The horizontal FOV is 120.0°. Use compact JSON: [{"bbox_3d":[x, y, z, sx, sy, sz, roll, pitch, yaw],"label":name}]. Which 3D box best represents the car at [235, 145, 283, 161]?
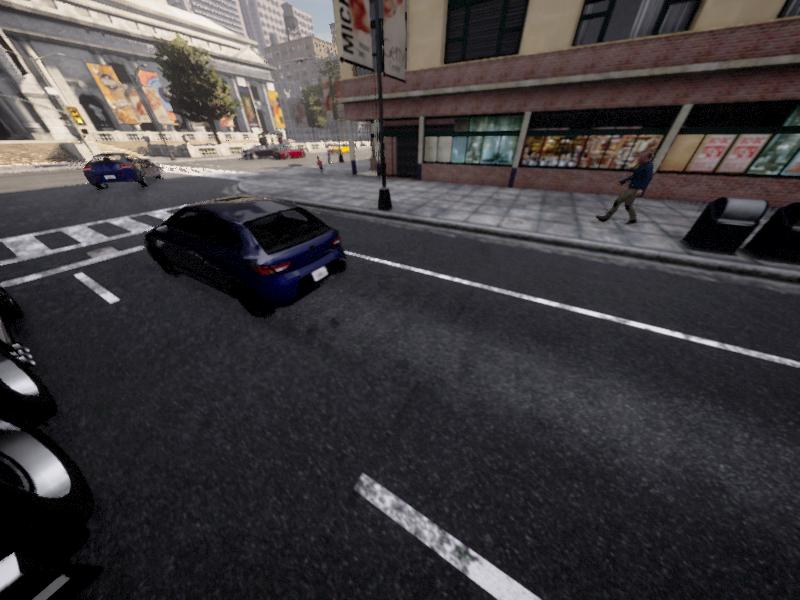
[{"bbox_3d":[-18.338,-19.435,30.359,2.128,1.511,4.902,18,39,24],"label":"car"}]

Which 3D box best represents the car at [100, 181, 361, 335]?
[{"bbox_3d":[-3.047,-1.145,4.328,4.193,1.474,1.816,18,39,24],"label":"car"}]

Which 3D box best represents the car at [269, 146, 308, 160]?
[{"bbox_3d":[-14.455,-19.275,30.212,1.994,1.385,4.181,17,39,23],"label":"car"}]

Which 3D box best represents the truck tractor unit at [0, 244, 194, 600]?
[{"bbox_3d":[-5.079,-0.332,0.820,6.516,4.208,3.053,20,40,26],"label":"truck tractor unit"}]

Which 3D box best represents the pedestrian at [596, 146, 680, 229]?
[{"bbox_3d":[6.219,-2.998,6.201,0.751,1.860,0.751,17,39,23],"label":"pedestrian"}]

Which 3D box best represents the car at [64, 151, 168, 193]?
[{"bbox_3d":[-16.347,-7.806,13.781,2.152,1.651,5.027,-18,39,-22],"label":"car"}]

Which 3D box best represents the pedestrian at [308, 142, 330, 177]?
[{"bbox_3d":[-5.175,-8.977,14.797,0.751,1.860,0.751,-27,43,-33],"label":"pedestrian"}]

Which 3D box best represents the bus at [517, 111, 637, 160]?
[{"bbox_3d":[20.673,-19.927,28.230,10.273,4.253,3.944,17,39,24],"label":"bus"}]
